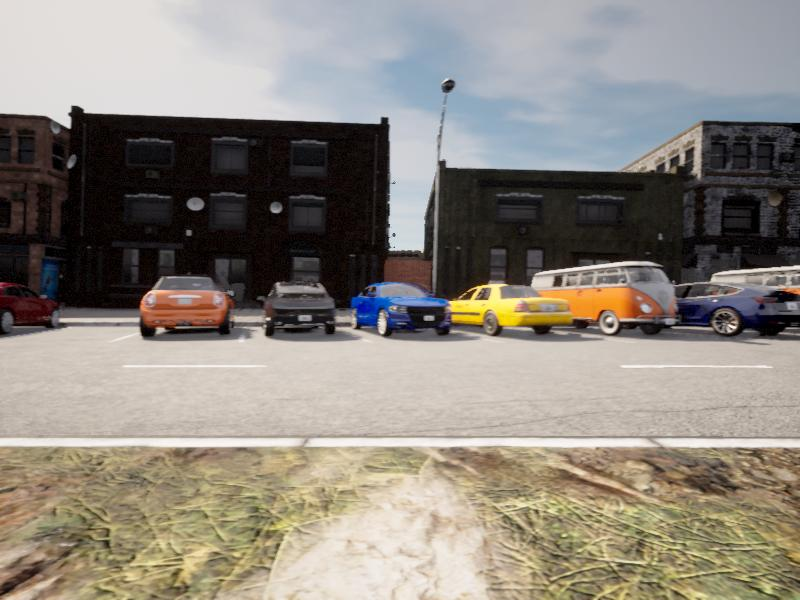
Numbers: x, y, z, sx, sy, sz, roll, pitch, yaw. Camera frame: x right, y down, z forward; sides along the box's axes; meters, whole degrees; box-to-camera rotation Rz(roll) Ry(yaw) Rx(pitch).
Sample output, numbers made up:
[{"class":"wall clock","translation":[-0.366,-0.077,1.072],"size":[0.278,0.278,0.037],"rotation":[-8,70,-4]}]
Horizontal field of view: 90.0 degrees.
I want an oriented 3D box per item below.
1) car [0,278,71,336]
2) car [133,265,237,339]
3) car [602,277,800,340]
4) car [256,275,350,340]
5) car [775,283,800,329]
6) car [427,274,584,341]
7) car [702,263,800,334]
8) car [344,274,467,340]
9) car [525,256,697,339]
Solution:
[{"class":"car","translation":[-12.225,0.209,12.054],"size":[2.097,1.535,5.008],"rotation":[0,-1,-21]},{"class":"car","translation":[-6.178,0.083,12.097],"size":[2.185,1.767,4.553],"rotation":[0,-1,-21]},{"class":"car","translation":[8.887,0.233,12.061],"size":[2.163,1.488,4.792],"rotation":[0,-1,-19]},{"class":"car","translation":[-3.158,0.209,12.114],"size":[2.231,1.521,4.892],"rotation":[0,-1,-20]},{"class":"car","translation":[14.919,0.200,11.955],"size":[2.097,1.535,5.008],"rotation":[1,-1,-19]},{"class":"car","translation":[2.806,0.205,12.272],"size":[1.946,1.575,5.366],"rotation":[0,-1,-20]},{"class":"car","translation":[11.954,-0.026,11.889],"size":[1.878,1.987,4.442],"rotation":[1,-1,-19]},{"class":"car","translation":[-0.139,0.207,12.129],"size":[2.097,1.535,5.008],"rotation":[1,-1,-20]},{"class":"car","translation":[5.930,-0.023,11.964],"size":[1.878,1.987,4.442],"rotation":[1,-1,-19]}]
